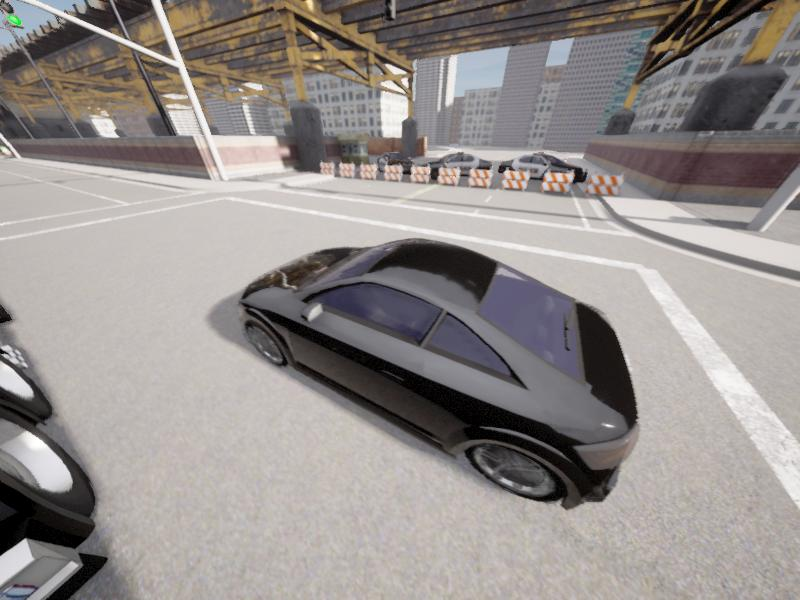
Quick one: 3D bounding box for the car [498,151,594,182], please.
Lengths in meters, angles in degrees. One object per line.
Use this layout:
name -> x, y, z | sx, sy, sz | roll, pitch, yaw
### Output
car -> 8.706, -8.358, 14.271 | 1.853, 1.218, 4.536 | -20, 39, -26

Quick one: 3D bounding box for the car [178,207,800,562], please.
car -> 0.011, 0.089, 2.676 | 4.181, 1.385, 1.994 | 17, 39, 23

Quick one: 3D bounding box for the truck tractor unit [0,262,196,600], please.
truck tractor unit -> -5.106, -0.306, 0.783 | 6.516, 4.208, 3.053 | 19, 39, 24

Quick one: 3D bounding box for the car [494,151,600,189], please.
car -> 8.735, -8.204, 14.325 | 2.038, 1.542, 4.974 | -20, 39, -26

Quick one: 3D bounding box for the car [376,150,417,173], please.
car -> -0.403, -10.677, 17.679 | 1.853, 1.218, 4.536 | -10, 36, -14

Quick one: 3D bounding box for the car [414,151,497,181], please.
car -> 3.654, -9.270, 15.898 | 4.974, 1.542, 2.038 | -5, 35, -6

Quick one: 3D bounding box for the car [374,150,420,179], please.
car -> -0.387, -10.519, 17.728 | 2.038, 1.542, 4.974 | -10, 36, -14

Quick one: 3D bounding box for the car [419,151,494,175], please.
car -> 3.704, -9.403, 15.814 | 4.536, 1.218, 1.853 | -5, 35, -6
